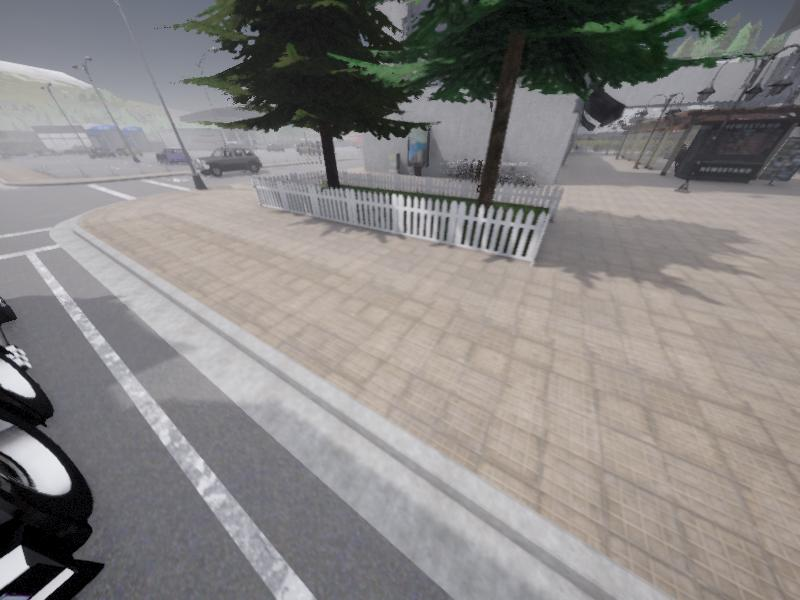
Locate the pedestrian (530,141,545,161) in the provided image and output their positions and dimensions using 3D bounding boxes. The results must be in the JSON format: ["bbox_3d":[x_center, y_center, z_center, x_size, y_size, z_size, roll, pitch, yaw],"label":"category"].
[{"bbox_3d":[15.876,-17.158,26.608,0.751,1.860,0.751,-25,42,-32],"label":"pedestrian"}]

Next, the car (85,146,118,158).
[{"bbox_3d":[-46.935,-23.324,36.309,4.514,1.523,2.007,19,39,26],"label":"car"}]

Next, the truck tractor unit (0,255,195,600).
[{"bbox_3d":[-5.094,-0.315,0.811,6.516,4.208,3.053,19,39,25],"label":"truck tractor unit"}]

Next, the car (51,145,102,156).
[{"bbox_3d":[-60.888,-28.245,43.637,1.930,1.638,5.238,20,39,26],"label":"car"}]

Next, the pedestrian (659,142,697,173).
[{"bbox_3d":[19.691,-10.128,16.431,0.751,1.860,0.751,-10,36,-14],"label":"pedestrian"}]

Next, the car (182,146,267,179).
[{"bbox_3d":[-13.534,-10.972,18.236,1.932,1.855,4.605,19,39,26],"label":"car"}]
